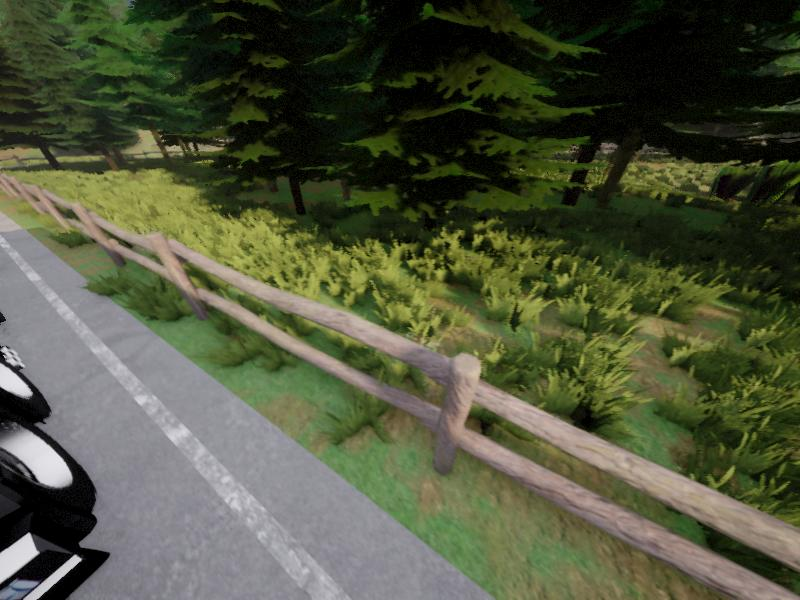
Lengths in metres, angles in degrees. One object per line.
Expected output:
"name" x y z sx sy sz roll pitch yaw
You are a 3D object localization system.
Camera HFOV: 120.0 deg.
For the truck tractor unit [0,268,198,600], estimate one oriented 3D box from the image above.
"truck tractor unit" -5.120 -0.291 0.768 6.516 4.208 3.053 18 39 24
